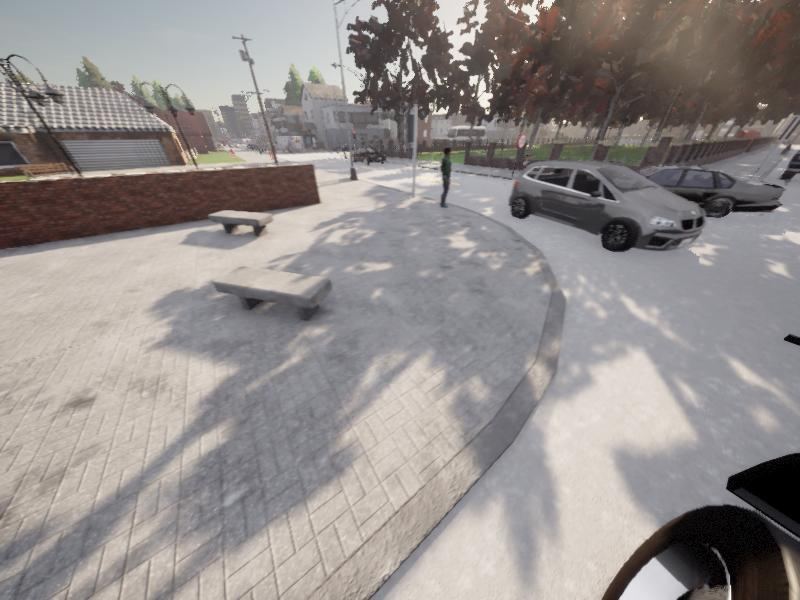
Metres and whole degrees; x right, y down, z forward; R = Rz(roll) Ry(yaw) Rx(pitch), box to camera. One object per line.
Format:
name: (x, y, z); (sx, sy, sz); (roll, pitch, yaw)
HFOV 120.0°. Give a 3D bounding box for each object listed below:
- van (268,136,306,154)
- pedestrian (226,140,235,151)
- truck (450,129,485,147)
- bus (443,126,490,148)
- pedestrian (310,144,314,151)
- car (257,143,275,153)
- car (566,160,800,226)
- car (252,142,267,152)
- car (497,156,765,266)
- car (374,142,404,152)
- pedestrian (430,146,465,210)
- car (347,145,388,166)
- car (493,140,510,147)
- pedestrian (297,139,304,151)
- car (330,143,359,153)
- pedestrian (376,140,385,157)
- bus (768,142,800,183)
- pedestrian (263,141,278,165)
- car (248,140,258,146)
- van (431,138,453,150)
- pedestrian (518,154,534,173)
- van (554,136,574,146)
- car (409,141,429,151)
van: (-20.460, -28.107, 41.801); (6.366, 2.431, 2.351); (18, 39, 23)
pedestrian: (-33.425, -30.431, 45.473); (0.751, 1.860, 0.751); (-23, 41, -29)
truck: (18.119, -43.854, 62.582); (2.891, 3.827, 8.468); (-25, 42, -31)
bus: (16.030, -39.336, 55.827); (10.273, 4.253, 3.944); (-18, 39, -23)
pedestrian: (-17.384, -30.311, 45.813); (0.500, 1.100, 0.500); (-12, 37, -16)
car: (-25.219, -28.572, 43.426); (1.994, 1.385, 4.181); (-22, 40, -28)
car: (9.498, -4.077, 8.393); (5.357, 1.411, 2.033); (17, 39, 22)
car: (-29.274, -31.964, 48.054); (1.851, 1.617, 3.988); (-22, 41, -28)
car: (5.415, -2.895, 6.508); (2.242, 1.667, 4.611); (-13, 38, -18)
car: (-1.962, -28.594, 43.232); (5.357, 1.411, 2.033); (-21, 40, -26)
pedestrian: (1.584, -4.198, 7.989); (0.751, 1.860, 0.751); (-8, 36, -11)
car: (-3.360, -14.666, 23.383); (1.882, 1.535, 5.008); (-22, 41, -28)
car: (28.205, -43.621, 64.229); (4.674, 1.442, 1.812); (-22, 41, -28)
pedestrian: (-19.581, -30.348, 45.262); (0.751, 1.860, 0.751); (-16, 38, -21)
car: (-10.103, -27.986, 42.524); (4.718, 1.301, 1.895); (-22, 40, -27)
pedestrian: (-2.550, -19.462, 29.671); (0.751, 1.860, 0.751); (-24, 42, -30)
bus: (27.119, -9.553, 13.531); (10.273, 4.253, 3.944); (-22, 41, -28)
pedestrian: (-12.357, -14.003, 22.017); (0.751, 1.860, 0.751); (-15, 38, -20)
car: (-49.131, -52.271, 77.058); (1.882, 1.535, 5.008); (-22, 41, -28)
van: (8.796, -32.986, 48.851); (4.442, 1.987, 1.775); (-24, 41, -29)
pedestrian: (8.983, -9.774, 16.504); (0.500, 1.100, 0.500); (-22, 41, -27)
van: (52.348, -50.865, 73.810); (6.366, 2.431, 2.351); (-22, 41, -28)
car: (3.829, -30.833, 46.237); (3.633, 1.501, 1.845); (-23, 41, -29)
